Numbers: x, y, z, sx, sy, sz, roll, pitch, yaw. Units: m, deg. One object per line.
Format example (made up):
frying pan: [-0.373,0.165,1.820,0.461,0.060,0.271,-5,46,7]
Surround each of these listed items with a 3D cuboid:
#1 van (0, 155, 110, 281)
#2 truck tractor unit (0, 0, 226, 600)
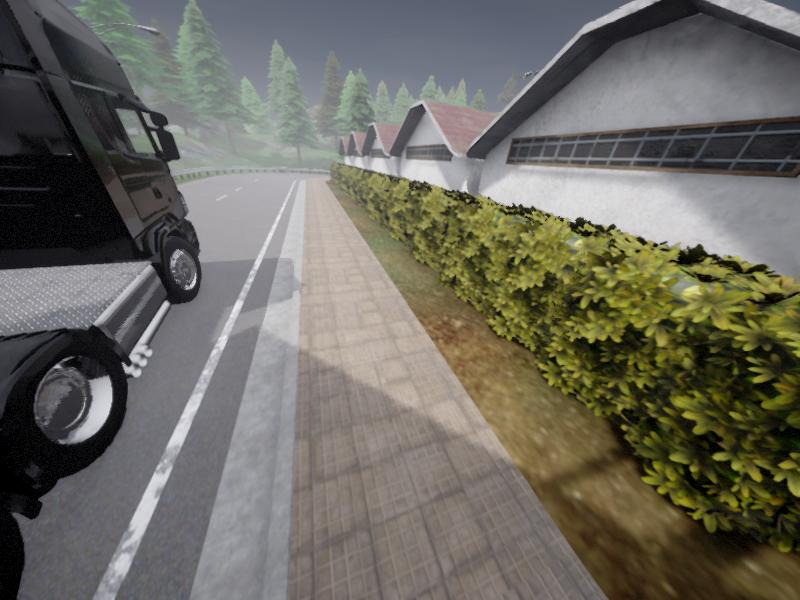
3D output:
van: [-8.839,-1.594,4.435,1.775,1.987,4.442,-6,32,-18]
truck tractor unit: [-4.151,-0.743,1.528,3.053,4.208,6.516,-9,34,-23]
